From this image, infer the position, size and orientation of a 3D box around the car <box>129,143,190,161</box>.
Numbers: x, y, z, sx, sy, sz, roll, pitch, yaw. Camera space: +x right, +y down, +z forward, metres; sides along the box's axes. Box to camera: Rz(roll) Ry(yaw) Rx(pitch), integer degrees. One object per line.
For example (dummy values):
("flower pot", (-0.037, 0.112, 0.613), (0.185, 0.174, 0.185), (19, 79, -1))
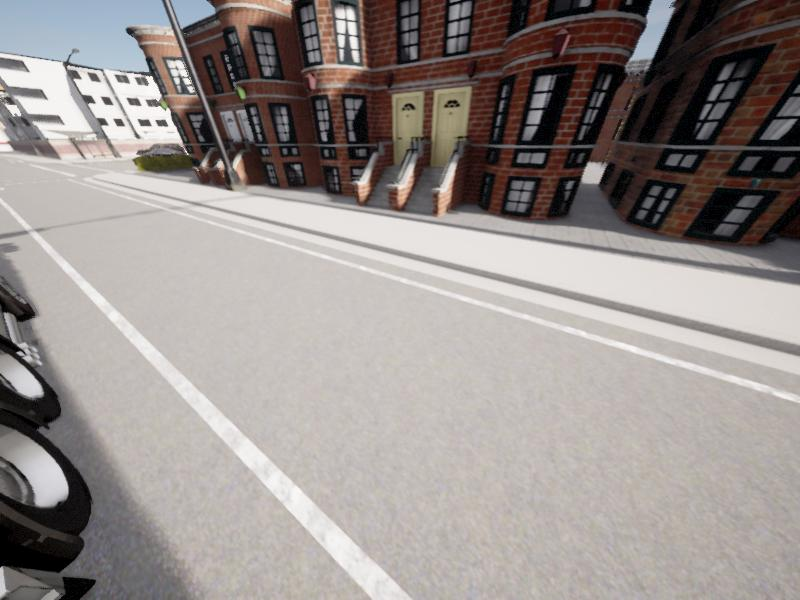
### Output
("car", (-35.684, -22.215, 34.485), (2.150, 2.045, 5.566), (20, 40, 26))

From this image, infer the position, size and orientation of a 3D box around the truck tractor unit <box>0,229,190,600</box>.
("truck tractor unit", (-5.052, -0.353, 0.865), (6.516, 4.208, 3.053), (21, 40, 27))

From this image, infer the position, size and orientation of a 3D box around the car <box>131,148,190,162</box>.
("car", (-33.311, -20.368, 32.380), (2.033, 1.411, 5.357), (20, 40, 26))
